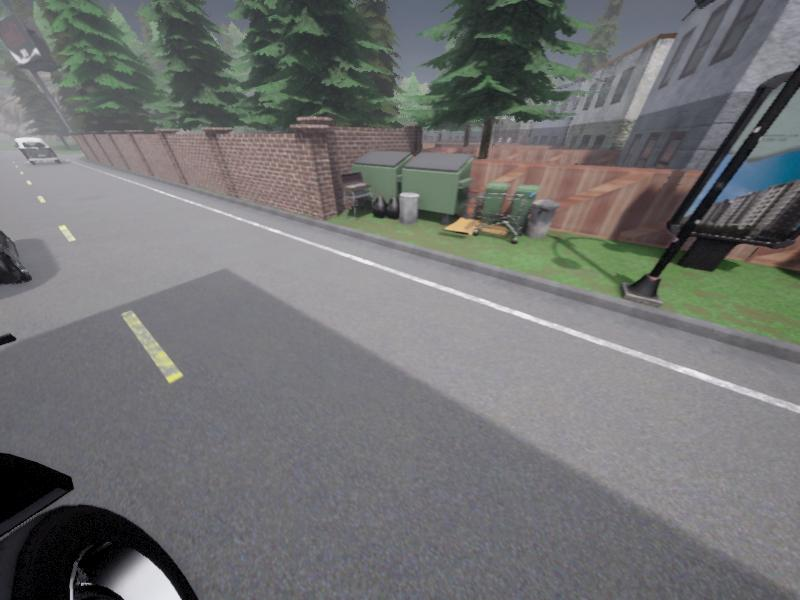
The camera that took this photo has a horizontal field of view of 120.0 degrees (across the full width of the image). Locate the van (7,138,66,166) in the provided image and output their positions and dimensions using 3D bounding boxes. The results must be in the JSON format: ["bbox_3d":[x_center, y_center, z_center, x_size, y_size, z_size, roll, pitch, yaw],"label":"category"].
[{"bbox_3d":[-34.063,-13.973,21.666,4.480,2.038,2.069,22,41,28],"label":"van"}]

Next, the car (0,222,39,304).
[{"bbox_3d":[-8.603,-0.892,3.914,4.181,1.385,1.994,21,40,27],"label":"car"}]
